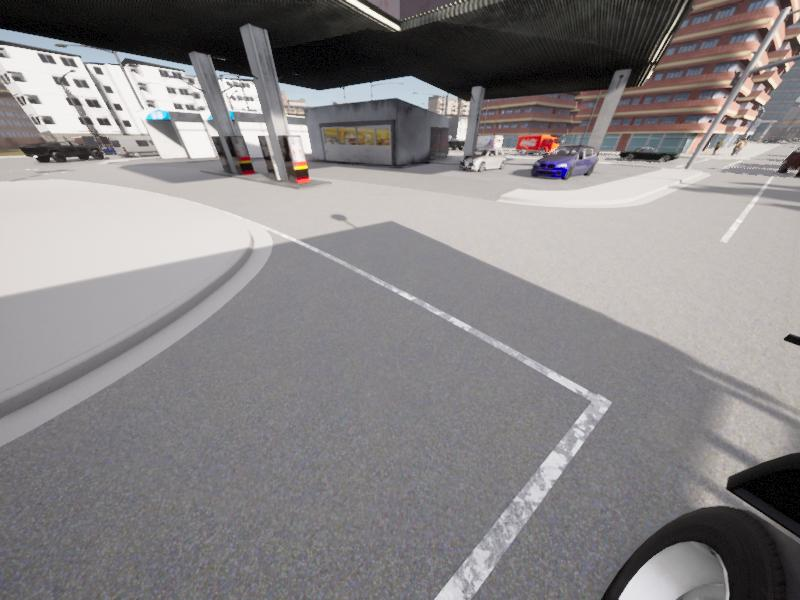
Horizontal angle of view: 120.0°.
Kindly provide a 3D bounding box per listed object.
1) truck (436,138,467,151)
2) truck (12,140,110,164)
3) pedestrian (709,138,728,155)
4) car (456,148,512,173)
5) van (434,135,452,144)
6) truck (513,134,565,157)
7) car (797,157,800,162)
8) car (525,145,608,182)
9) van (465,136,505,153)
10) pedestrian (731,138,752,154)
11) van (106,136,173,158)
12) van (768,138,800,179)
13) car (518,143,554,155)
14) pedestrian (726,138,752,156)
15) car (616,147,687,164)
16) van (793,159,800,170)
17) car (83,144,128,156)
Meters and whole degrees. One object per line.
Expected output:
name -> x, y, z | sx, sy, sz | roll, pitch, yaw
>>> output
truck -> 10.488, -32.109, 47.613 | 2.390, 2.098, 6.274 | -23, 41, -29
truck -> -39.700, -17.693, 27.485 | 2.390, 2.098, 6.274 | 0, 35, 0
pedestrian -> 42.265, -20.426, 30.687 | 0.751, 1.860, 0.751 | -28, 44, -33
car -> 6.569, -11.055, 18.192 | 3.806, 1.475, 1.970 | -22, 41, -28
van -> 15.305, -57.031, 82.152 | 6.366, 2.431, 2.351 | -23, 41, -27
truck -> 19.425, -21.776, 32.567 | 2.627, 2.467, 5.204 | -23, 41, -29
car -> 42.634, -14.998, 23.293 | 4.605, 1.855, 1.932 | -22, 40, -28
car -> 10.493, -8.744, 14.604 | 4.611, 1.667, 2.242 | -22, 41, -28
van -> 15.333, -28.422, 42.059 | 2.351, 2.431, 6.366 | -23, 41, -29
pedestrian -> 46.275, -20.880, 31.325 | 0.751, 1.860, 0.751 | -29, 44, -34
van -> -38.072, -22.614, 34.078 | 1.988, 2.561, 5.915 | 9, 36, 13
van -> 27.181, -9.068, 14.834 | 2.069, 2.038, 4.480 | 26, 43, 29
car -> 21.019, -23.513, 35.969 | 1.994, 1.385, 4.181 | -23, 41, -29
pedestrian -> 41.408, -18.696, 28.258 | 0.751, 1.860, 0.751 | 5, 36, 7
car -> 26.687, -15.573, 24.721 | 1.895, 1.301, 4.718 | -23, 41, -29
van -> 34.483, -11.754, 18.578 | 4.480, 2.038, 2.069 | -24, 41, -27
car -> -47.801, -24.410, 37.617 | 1.970, 1.475, 3.806 | 11, 37, 16
